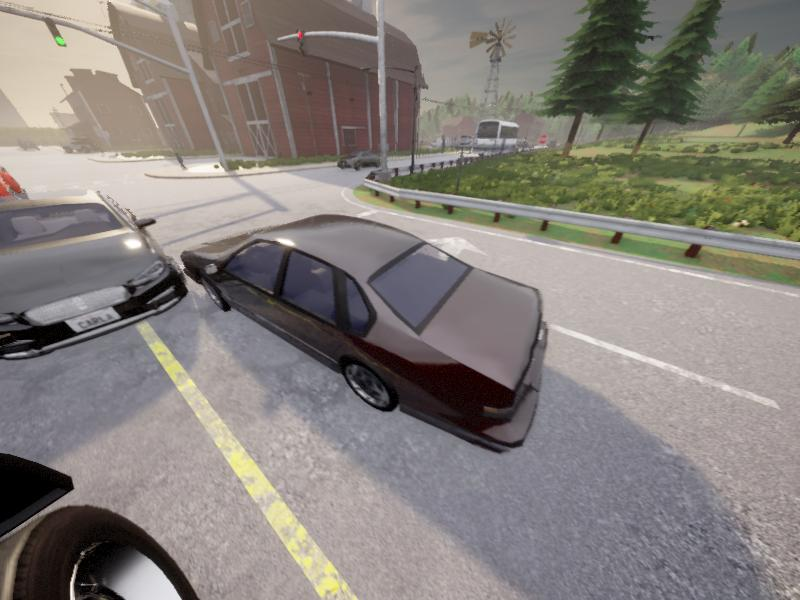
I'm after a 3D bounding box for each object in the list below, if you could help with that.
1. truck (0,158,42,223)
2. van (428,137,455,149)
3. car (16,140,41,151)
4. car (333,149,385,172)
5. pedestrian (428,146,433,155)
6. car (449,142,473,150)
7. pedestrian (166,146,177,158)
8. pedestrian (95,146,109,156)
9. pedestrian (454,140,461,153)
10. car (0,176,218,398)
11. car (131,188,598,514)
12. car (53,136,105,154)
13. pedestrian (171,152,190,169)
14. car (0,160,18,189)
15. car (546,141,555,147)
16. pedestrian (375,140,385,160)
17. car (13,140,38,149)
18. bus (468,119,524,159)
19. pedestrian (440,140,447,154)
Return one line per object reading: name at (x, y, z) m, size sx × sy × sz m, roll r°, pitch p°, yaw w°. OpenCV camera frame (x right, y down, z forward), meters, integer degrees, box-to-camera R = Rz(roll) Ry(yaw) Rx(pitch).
truck at (-14.948, -4.070, 7.449) m, size 5.204 × 2.467 × 2.627 m, roll 22°, pitch 41°, yaw 28°
van at (10.658, -40.386, 59.445) m, size 6.366 × 2.431 × 2.351 m, roll 22°, pitch 41°, yaw 28°
car at (-68.121, -28.396, 42.329) m, size 3.705 × 1.549 × 1.789 m, roll 23°, pitch 41°, yaw 28°
car at (-3.423, -12.185, 20.092) m, size 1.994 × 1.385 × 4.181 m, roll 23°, pitch 41°, yaw 29°
pedestrian at (4.537, -22.043, 34.126) m, size 0.500 × 1.100 × 0.500 m, roll 20°, pitch 40°, yaw 26°
car at (14.292, -35.966, 54.013) m, size 4.792 × 1.488 × 2.163 m, roll 23°, pitch 41°, yaw 28°
pedestrian at (-25.498, -16.542, 25.749) m, size 0.500 × 1.100 × 0.500 m, roll -26°, pitch 43°, yaw -32°
pedestrian at (-36.467, -18.233, 28.257) m, size 0.500 × 1.100 × 0.500 m, roll -23°, pitch 41°, yaw -29°
pedestrian at (10.119, -27.002, 40.577) m, size 0.751 × 1.860 × 0.751 m, roll 26°, pitch 42°, yaw 32°
car at (-5.418, -0.917, 3.872) m, size 4.902 × 1.511 × 2.128 m, roll 27°, pitch 42°, yaw 32°
car at (-0.957, -0.326, 3.169) m, size 5.357 × 1.411 × 2.033 m, roll 21°, pitch 40°, yaw 26°
car at (-47.581, -23.032, 34.324) m, size 3.866 × 1.878 × 1.905 m, roll -5°, pitch 41°, yaw -5°
pedestrian at (-16.804, -10.687, 17.696) m, size 0.500 × 1.100 × 0.500 m, roll -3°, pitch 35°, yaw -5°
car at (-22.441, -6.761, 12.141) m, size 4.181 × 1.385 × 1.994 m, roll 23°, pitch 41°, yaw 28°
car at (54.816, -56.804, 84.089) m, size 2.007 × 1.525 × 4.514 m, roll 23°, pitch 41°, yaw 29°
pedestrian at (-2.285, -17.353, 26.723) m, size 0.751 × 1.860 × 0.751 m, roll 23°, pitch 41°, yaw 29°
car at (-78.980, -32.903, 48.699) m, size 4.792 × 1.488 × 2.163 m, roll 23°, pitch 41°, yaw 28°
bus at (14.366, -23.729, 34.188) m, size 3.944 × 4.253 × 10.273 m, roll 23°, pitch 41°, yaw 29°
pedestrian at (6.813, -23.975, 36.236) m, size 0.751 × 1.860 × 0.751 m, roll 23°, pitch 41°, yaw 28°
